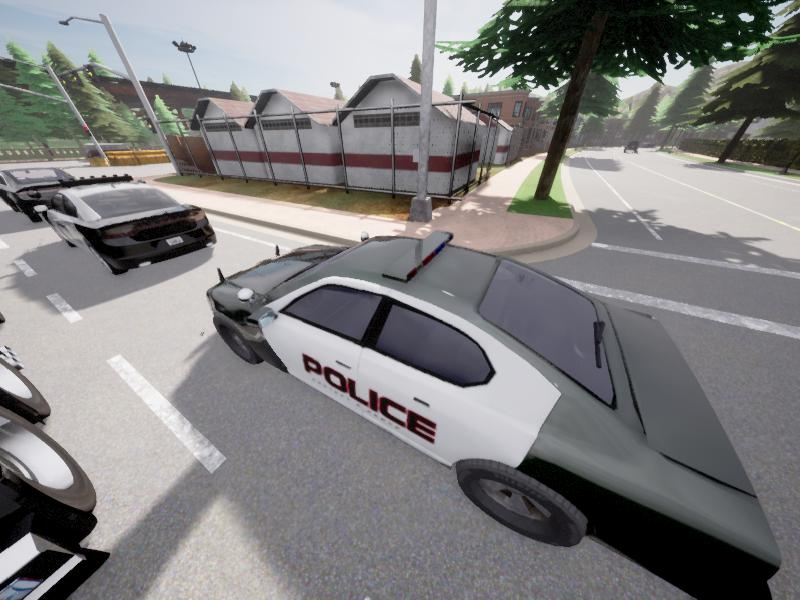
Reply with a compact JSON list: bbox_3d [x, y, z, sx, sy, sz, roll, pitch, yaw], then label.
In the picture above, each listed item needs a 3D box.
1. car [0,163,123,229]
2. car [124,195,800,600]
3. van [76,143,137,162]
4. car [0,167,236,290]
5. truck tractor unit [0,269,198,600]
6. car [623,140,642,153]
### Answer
[{"bbox_3d":[-13.222,-4.062,8.603,4.902,1.511,2.128,18,39,24],"label":"car"},{"bbox_3d":[-0.159,0.084,2.535,4.974,1.542,2.038,17,39,24],"label":"car"},{"bbox_3d":[-39.634,-20.080,31.372,1.775,1.987,4.442,16,38,22],"label":"van"},{"bbox_3d":[-6.794,-2.071,5.583,5.238,1.638,1.930,18,39,24],"label":"car"},{"bbox_3d":[-5.120,-0.292,0.766,6.516,4.208,3.053,18,39,24],"label":"truck tractor unit"},{"bbox_3d":[42.927,-28.416,42.736,1.905,1.878,3.866,24,42,31],"label":"car"}]
